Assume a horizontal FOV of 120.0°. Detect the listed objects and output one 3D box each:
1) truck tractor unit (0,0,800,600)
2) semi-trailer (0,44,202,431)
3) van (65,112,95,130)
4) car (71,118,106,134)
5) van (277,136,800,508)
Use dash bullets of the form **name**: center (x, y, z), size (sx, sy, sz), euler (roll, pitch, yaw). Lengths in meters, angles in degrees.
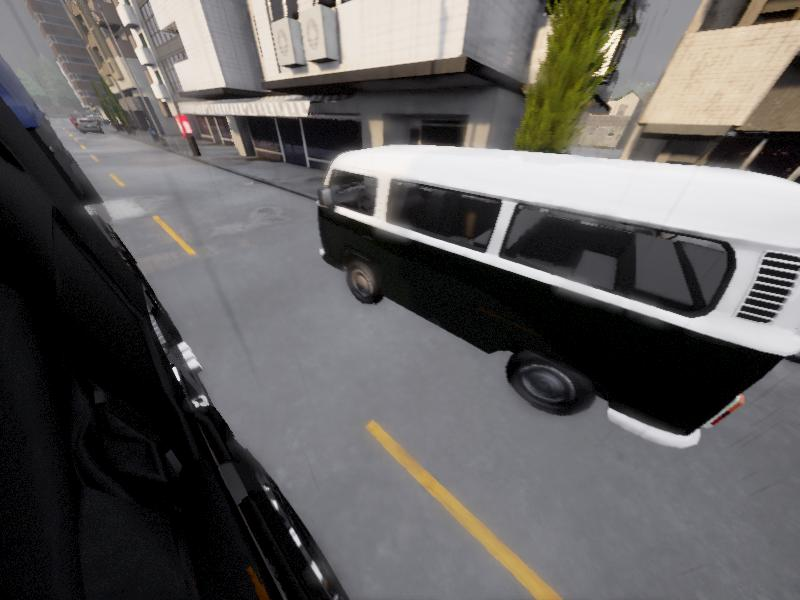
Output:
- **truck tractor unit**: center (-2.645, -0.295, 0.351), size (6.516, 4.208, 3.053), euler (28, 44, 30)
- **semi-trailer**: center (-8.698, -3.609, 4.223), size (14.254, 4.402, 2.717), euler (28, 44, 30)
- **van**: center (-47.955, -26.790, 34.609), size (4.442, 1.987, 1.775), euler (28, 44, 30)
- **car**: center (-39.535, -22.072, 29.286), size (3.806, 1.475, 1.970), euler (28, 44, 30)
- **van**: center (0.893, -0.647, 2.855), size (4.480, 2.038, 2.069), euler (28, 44, 30)
